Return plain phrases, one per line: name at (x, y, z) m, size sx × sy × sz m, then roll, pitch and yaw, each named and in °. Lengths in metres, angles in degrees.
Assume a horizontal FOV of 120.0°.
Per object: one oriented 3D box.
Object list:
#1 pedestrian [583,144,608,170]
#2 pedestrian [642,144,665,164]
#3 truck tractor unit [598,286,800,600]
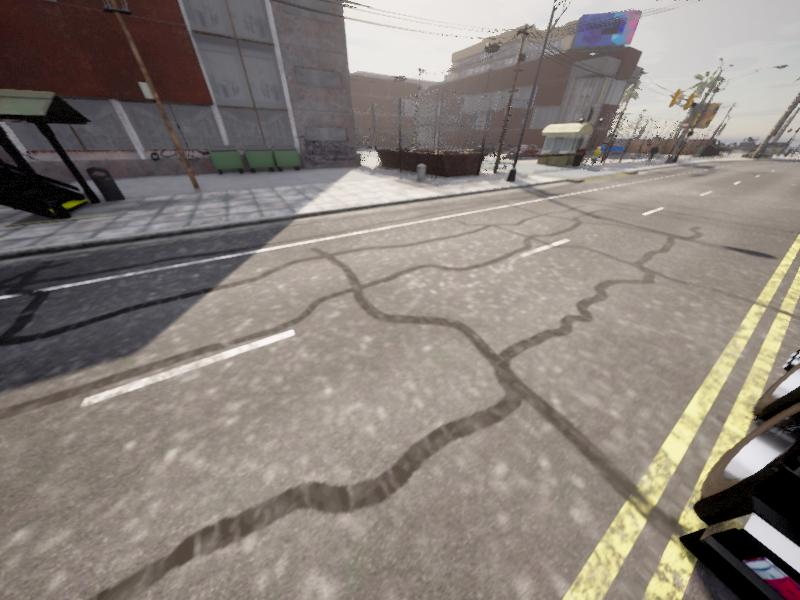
pedestrian at (16.620, -12.142, 19.637) m, size 0.751 × 1.860 × 0.751 m, roll -19°, pitch 39°, yaw -26°
pedestrian at (27.325, -15.754, 24.917) m, size 0.751 × 1.860 × 0.751 m, roll -21°, pitch 40°, yaw -27°
truck tractor unit at (5.147, -0.263, 0.725) m, size 6.516 × 4.208 × 3.053 m, roll -17°, pitch 38°, yaw -22°
